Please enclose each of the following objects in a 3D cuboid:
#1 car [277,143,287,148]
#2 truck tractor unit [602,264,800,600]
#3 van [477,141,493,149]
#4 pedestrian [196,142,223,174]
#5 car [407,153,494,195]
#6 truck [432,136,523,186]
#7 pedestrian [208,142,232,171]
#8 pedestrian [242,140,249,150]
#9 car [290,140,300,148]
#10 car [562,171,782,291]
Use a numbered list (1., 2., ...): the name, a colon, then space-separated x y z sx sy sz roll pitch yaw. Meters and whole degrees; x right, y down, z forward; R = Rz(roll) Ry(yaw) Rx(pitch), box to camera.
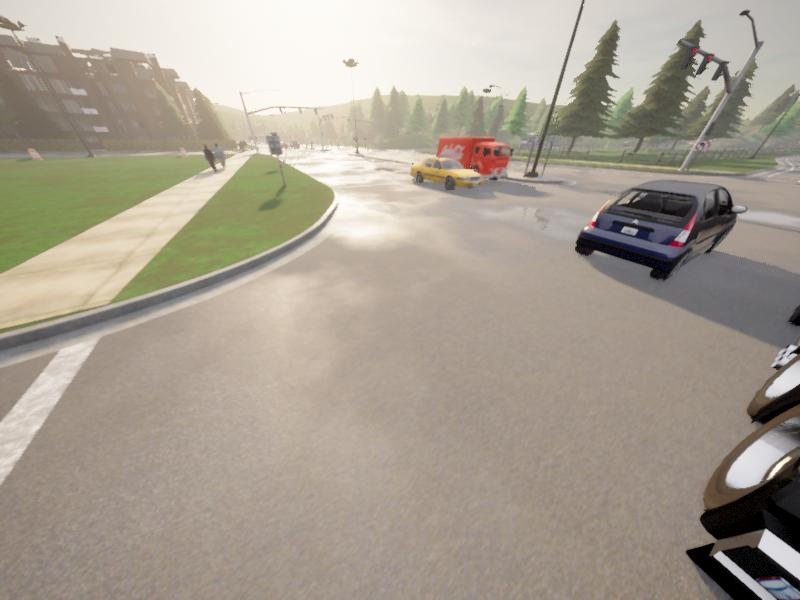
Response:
1. car: -34.389 -45.100 67.389 1.895 1.301 4.718 -18 39 -25
2. truck tractor unit: 5.116 -0.293 0.786 6.516 4.208 3.053 -18 39 -24
3. van: 26.840 -48.970 72.991 4.442 1.987 1.775 -18 39 -24
4. pedestrian: -13.443 -10.038 16.377 0.751 1.860 0.751 -14 37 -20
5. car: 2.598 -7.602 13.595 1.801 1.575 5.366 -17 38 -24
6. truck: 4.925 -9.677 15.815 2.627 2.467 5.204 -17 39 -24
7. pedestrian: -14.055 -11.235 18.092 0.751 1.860 0.751 -15 38 -20
8. pedestrian: -33.804 -33.927 50.529 0.751 1.860 0.751 -15 38 -20
9. car: -31.070 -46.031 68.270 1.905 1.878 3.866 -18 39 -25
10. car: 6.148 -1.858 5.344 3.988 1.617 1.851 -18 39 -24
